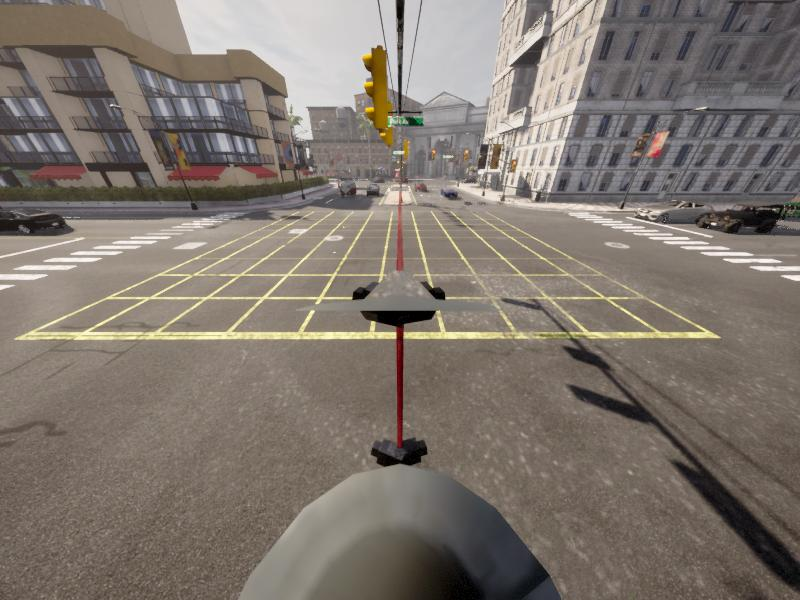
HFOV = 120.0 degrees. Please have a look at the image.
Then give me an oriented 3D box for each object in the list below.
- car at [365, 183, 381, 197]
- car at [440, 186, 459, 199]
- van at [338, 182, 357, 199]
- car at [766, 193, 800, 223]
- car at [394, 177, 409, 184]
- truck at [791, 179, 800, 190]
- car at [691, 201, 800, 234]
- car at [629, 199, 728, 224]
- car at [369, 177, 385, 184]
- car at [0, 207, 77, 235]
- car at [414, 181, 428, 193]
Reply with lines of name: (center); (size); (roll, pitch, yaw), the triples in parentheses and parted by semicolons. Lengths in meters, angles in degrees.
car: (-4.180, -17.437, 36.565); (1.930, 1.638, 5.238); (0, 30, 0)
car: (7.314, -16.161, 34.701); (1.895, 1.301, 4.718); (0, 30, 0)
van: (-7.688, -16.402, 34.427); (1.775, 1.987, 4.442); (0, 30, 0)
car: (35.445, -7.622, 19.162); (5.566, 2.045, 2.150); (0, 30, 0)
car: (0.307, -33.179, 63.943); (1.851, 1.617, 3.988); (-24, 38, -35)
truck: (80.587, -21.707, 43.500); (2.390, 2.098, 6.274); (-8, 31, -13)
car: (23.884, -5.779, 16.125); (3.866, 1.878, 1.905); (-1, 30, -1)
car: (22.915, -7.428, 19.249); (5.027, 1.651, 2.152); (0, 30, 0)
car: (-6.125, -32.130, 62.247); (2.033, 1.411, 5.357); (13, 32, 21)
car: (-26.587, -5.538, 16.100); (4.892, 1.490, 1.837); (0, 30, 0)
car: (3.834, -21.392, 43.459); (2.152, 1.651, 5.027); (0, 31, 0)
